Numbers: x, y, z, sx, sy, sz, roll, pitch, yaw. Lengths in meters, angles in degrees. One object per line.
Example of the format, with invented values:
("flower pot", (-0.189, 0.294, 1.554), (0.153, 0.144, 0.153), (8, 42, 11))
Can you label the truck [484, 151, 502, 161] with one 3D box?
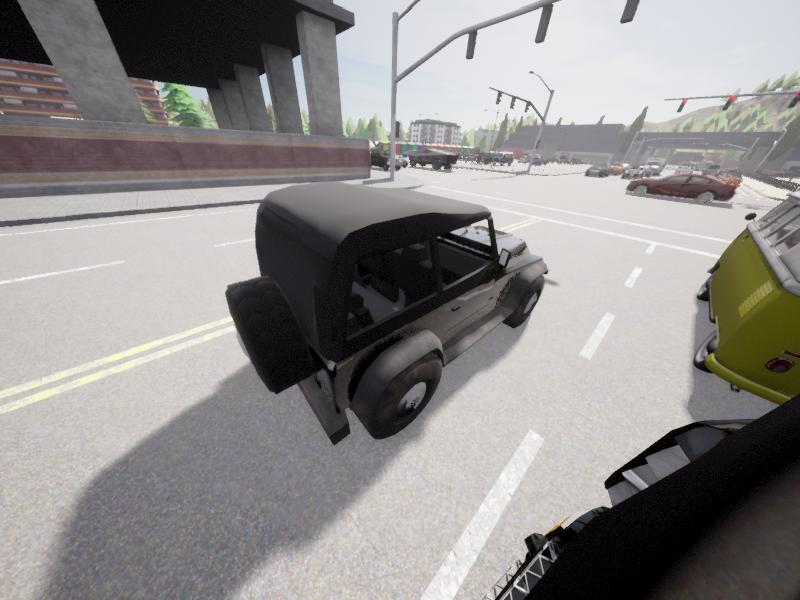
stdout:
("truck", (24.207, -37.499, 60.179), (4.478, 2.038, 2.069), (-24, 42, -35))

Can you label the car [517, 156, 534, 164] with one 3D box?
("car", (29.935, -33.421, 55.079), (3.806, 1.475, 1.970), (-24, 42, -35))

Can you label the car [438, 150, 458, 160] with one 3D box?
("car", (11.090, -33.480, 53.289), (4.605, 1.855, 1.932), (-24, 42, -35))

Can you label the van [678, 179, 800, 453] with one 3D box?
("van", (5.428, -0.142, 2.783), (4.442, 1.987, 1.775), (-24, 42, -35))

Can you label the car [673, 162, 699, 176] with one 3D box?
("car", (52.883, -24.258, 42.715), (5.566, 2.045, 2.150), (-24, 42, -35))

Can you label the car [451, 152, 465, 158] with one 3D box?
("car", (16.878, -42.124, 67.144), (3.905, 1.438, 1.784), (-24, 42, -35))

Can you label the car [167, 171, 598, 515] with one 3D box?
("car", (0.275, -0.347, 2.785), (3.866, 1.878, 1.905), (-24, 42, -35))

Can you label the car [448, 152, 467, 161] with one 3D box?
("car", (12.886, -32.144, 51.794), (3.905, 1.438, 1.784), (-24, 42, -35))

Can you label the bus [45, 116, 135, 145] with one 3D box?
("bus", (-65.298, -36.021, 49.413), (10.273, 4.253, 3.944), (-24, 42, -35))

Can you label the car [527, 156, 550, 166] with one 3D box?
("car", (28.810, -28.837, 47.951), (4.611, 1.667, 2.242), (-24, 42, -35))

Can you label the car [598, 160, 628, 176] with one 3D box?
("car", (32.224, -19.959, 34.878), (4.553, 1.767, 2.097), (-24, 42, -35))

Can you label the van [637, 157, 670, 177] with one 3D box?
("van", (41.805, -21.981, 38.086), (6.366, 2.431, 2.351), (-24, 42, -35))

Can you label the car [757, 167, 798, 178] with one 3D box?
("car", (88.499, -30.032, 54.287), (1.932, 1.855, 4.605), (-25, 42, -35))

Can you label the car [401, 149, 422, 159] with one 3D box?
("car", (2.690, -33.626, 53.175), (4.611, 1.667, 2.242), (-24, 42, -35))

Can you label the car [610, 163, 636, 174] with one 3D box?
("car", (37.943, -22.425, 39.316), (4.792, 1.488, 2.163), (-24, 42, -35))

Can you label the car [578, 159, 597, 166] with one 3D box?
("car", (57.003, -41.861, 70.153), (1.970, 1.475, 3.806), (-24, 42, -34))

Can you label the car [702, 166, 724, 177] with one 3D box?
("car", (58.511, -24.043, 43.247), (3.633, 1.501, 1.845), (-24, 42, -35))

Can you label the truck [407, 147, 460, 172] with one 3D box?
("truck", (3.870, -17.209, 28.191), (2.390, 2.098, 6.274), (-25, 42, -35))

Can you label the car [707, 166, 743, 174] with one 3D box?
("car", (83.868, -33.716, 59.795), (1.882, 1.535, 5.008), (-5, 34, -12))

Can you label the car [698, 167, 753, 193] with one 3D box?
("car", (30.765, -11.507, 22.023), (4.553, 1.767, 2.097), (-27, 44, -37))

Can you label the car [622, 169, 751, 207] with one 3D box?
("car", (18.399, -7.524, 15.255), (1.882, 1.535, 5.008), (-25, 43, -35))

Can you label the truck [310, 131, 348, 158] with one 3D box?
("truck", (-13.485, -29.357, 43.618), (2.891, 3.827, 8.468), (-25, 42, -35))

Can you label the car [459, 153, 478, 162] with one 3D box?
("car", (14.791, -30.847, 50.042), (3.806, 1.475, 1.970), (-24, 42, -35))

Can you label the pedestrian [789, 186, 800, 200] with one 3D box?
("pedestrian", (29.400, -8.104, 16.403), (0.751, 1.860, 0.751), (18, 36, 21))

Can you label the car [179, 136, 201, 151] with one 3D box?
("car", (-35.283, -26.260, 38.792), (1.905, 1.878, 3.866), (-24, 42, -35))

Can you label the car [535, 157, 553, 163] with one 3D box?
("car", (38.212, -37.158, 61.333), (5.357, 1.415, 2.033), (-24, 42, -35))

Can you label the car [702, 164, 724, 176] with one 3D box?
("car", (63.703, -26.520, 47.105), (3.866, 1.878, 1.905), (-24, 42, -35))

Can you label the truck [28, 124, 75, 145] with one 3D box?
("truck", (-54.987, -26.154, 36.656), (2.615, 2.467, 5.204), (-24, 42, -35))

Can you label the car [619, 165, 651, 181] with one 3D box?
("car", (29.843, -16.169, 29.269), (3.806, 1.475, 1.970), (-24, 42, -35))

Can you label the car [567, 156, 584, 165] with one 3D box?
("car", (46.715, -37.052, 61.395), (4.605, 1.855, 1.932), (-24, 42, -35))

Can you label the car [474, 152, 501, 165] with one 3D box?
("car", (15.567, -25.132, 41.047), (4.605, 1.855, 1.932), (-24, 42, -35))

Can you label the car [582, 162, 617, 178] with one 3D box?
("car", (26.359, -17.230, 30.470), (4.856, 1.649, 2.033), (-24, 42, -35))

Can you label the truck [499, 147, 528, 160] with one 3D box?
("truck", (41.487, -53.740, 84.667), (2.891, 3.827, 8.468), (-23, 41, -33))

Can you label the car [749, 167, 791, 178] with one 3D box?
("car", (84.963, -29.349, 53.195), (2.033, 1.649, 4.856), (-25, 42, -35))

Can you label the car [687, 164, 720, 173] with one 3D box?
("car", (78.002, -33.883, 59.549), (2.038, 1.542, 4.974), (-25, 42, -35))

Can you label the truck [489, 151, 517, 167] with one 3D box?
("truck", (17.530, -23.964, 39.265), (4.478, 2.038, 2.069), (-24, 42, -35))

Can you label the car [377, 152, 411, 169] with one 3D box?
("car", (-0.826, -17.112, 28.252), (1.816, 1.474, 4.193), (-25, 42, -35))

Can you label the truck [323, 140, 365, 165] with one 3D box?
("truck", (-7.124, -18.767, 29.365), (2.627, 2.467, 5.204), (-25, 42, -35))

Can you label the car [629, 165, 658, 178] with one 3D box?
("car", (35.225, -18.566, 33.391), (4.181, 1.385, 1.994), (-24, 42, -35))

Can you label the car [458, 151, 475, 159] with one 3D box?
("car", (18.747, -41.007, 65.221), (4.605, 1.855, 1.932), (-24, 42, -35))

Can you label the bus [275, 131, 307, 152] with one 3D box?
("bus", (-29.444, -42.840, 62.330), (3.944, 4.253, 10.273), (-25, 42, -35))

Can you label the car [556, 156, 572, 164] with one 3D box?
("car", (44.849, -38.338, 63.196), (3.866, 1.878, 1.905), (-24, 42, -35))

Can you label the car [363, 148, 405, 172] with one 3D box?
("car", (-1.825, -15.027, 24.672), (1.932, 1.855, 4.605), (-25, 42, -35))

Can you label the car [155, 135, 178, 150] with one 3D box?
("car", (-37.490, -25.264, 37.122), (1.905, 1.878, 3.866), (-24, 42, -35))

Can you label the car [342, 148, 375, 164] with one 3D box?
("car", (-5.934, -20.540, 32.878), (1.930, 1.638, 5.238), (-25, 42, -35))
